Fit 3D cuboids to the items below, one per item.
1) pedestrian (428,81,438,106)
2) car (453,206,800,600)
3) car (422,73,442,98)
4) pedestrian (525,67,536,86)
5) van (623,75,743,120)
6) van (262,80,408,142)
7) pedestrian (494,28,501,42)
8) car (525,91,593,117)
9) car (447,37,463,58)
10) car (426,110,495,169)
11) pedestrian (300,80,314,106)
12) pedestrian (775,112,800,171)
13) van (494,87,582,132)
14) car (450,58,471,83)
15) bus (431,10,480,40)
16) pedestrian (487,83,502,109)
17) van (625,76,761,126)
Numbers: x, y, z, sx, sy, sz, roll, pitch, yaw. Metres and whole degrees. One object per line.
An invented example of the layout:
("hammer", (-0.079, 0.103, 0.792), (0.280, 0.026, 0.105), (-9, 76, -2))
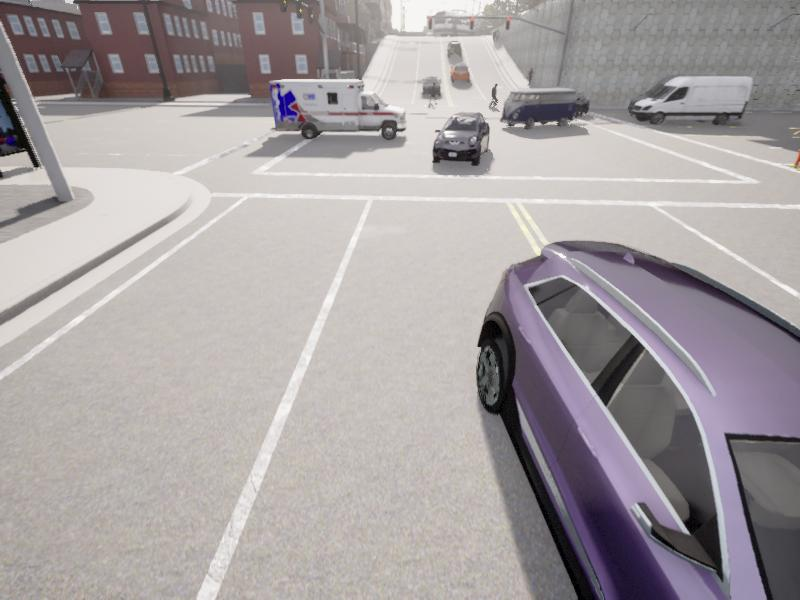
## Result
("pedestrian", (2.833, -17.623, 34.199), (0.751, 1.860, 0.751), (2, 30, 3))
("car", (2.021, 1.007, 2.658), (2.033, 1.649, 4.856), (2, 31, -8))
("car", (3.258, -22.311, 41.479), (1.930, 1.638, 5.238), (2, 36, 3))
("pedestrian", (14.357, -24.598, 44.049), (0.751, 1.860, 0.751), (2, 30, 2))
("van", (18.924, -13.771, 27.136), (5.915, 2.561, 1.988), (2, 30, 3))
("van", (-2.864, -9.119, 19.173), (6.366, 2.431, 2.351), (2, 30, 3))
("pedestrian", (15.716, -42.718, 64.548), (0.751, 1.860, 0.751), (-3, 30, -5))
("car", (11.273, -13.997, 28.536), (4.193, 1.474, 1.816), (9, 32, 15))
("car", (8.039, -37.056, 58.671), (1.932, 1.855, 4.605), (2, 43, 3))
("car", (2.334, -6.078, 14.893), (1.845, 1.501, 3.633), (9, 31, 15))
("pedestrian", (-7.688, -17.133, 33.062), (0.751, 1.860, 0.751), (2, 30, 4))
("pedestrian", (13.525, -5.293, 13.236), (0.751, 1.860, 0.751), (0, 30, -1))
("van", (7.709, -10.777, 22.502), (4.442, 1.987, 1.775), (-15, 33, -24))
("car", (7.277, -27.766, 48.388), (2.097, 1.767, 4.553), (2, 40, 3))
("bus", (11.516, -56.450, 82.486), (10.273, 4.253, 3.944), (-25, 39, -37))
("pedestrian", (7.680, -16.592, 32.528), (0.751, 1.860, 0.751), (-8, 31, -14))
("van", (17.429, -12.047, 24.180), (5.915, 2.561, 1.988), (2, 30, 3))
